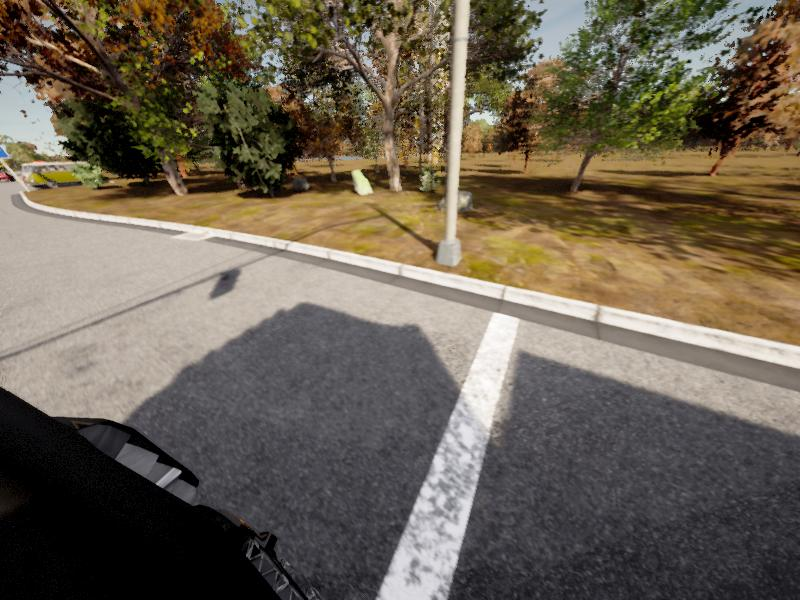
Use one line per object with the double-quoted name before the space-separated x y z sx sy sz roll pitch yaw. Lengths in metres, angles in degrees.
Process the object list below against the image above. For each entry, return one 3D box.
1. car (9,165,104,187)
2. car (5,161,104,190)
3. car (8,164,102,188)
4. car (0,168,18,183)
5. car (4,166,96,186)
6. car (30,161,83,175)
"car" -36.844 -13.501 25.090 1.946 1.575 5.366 7 34 15
"car" -32.104 -11.787 21.766 1.878 1.987 4.442 7 34 14
"car" -34.501 -12.613 23.362 2.185 1.767 4.553 7 34 14
"car" -56.238 -17.508 32.450 3.988 1.617 1.851 22 41 32
"car" -39.339 -14.186 26.289 1.946 1.575 5.366 8 34 14
"car" -71.806 -27.696 48.458 2.435 2.045 5.566 10 35 18
